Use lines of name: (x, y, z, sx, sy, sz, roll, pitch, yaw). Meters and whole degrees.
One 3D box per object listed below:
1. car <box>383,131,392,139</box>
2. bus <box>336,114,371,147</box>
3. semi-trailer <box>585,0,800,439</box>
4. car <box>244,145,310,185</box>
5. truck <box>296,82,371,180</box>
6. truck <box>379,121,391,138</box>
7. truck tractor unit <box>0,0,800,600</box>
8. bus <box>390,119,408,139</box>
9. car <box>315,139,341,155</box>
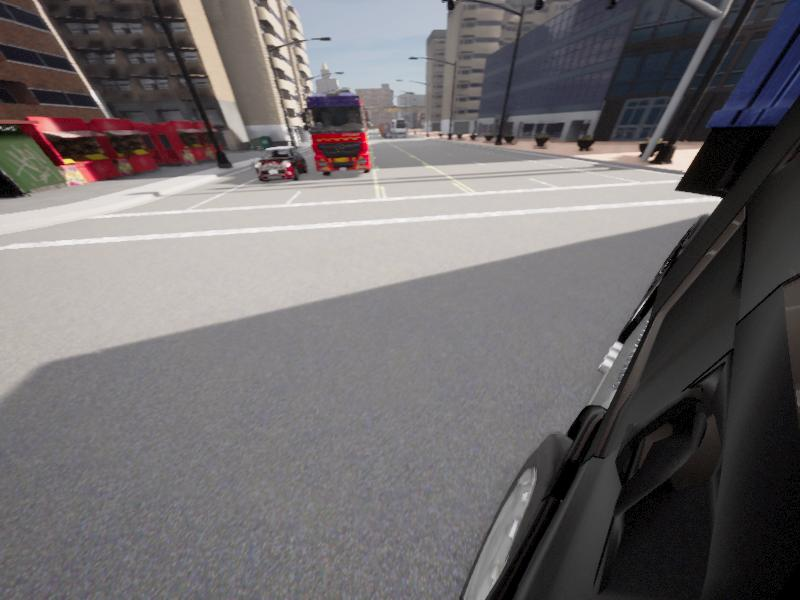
car: (-3.436, -46.006, 64.412, 2.033, 1.649, 4.856, -5, 38, -4)
bus: (-8.382, -30.064, 41.069, 3.944, 4.253, 10.273, -13, 38, -14)
semi-trailer: (9.732, -2.556, 2.794, 14.254, 4.402, 2.717, -14, 38, -15)
car: (-6.692, -7.780, 13.123, 1.970, 1.475, 3.806, -5, 37, -4)
truck: (-3.575, -10.624, 14.809, 2.891, 3.827, 8.468, -5, 37, -4)
truck: (-4.744, -53.660, 72.573, 2.891, 3.827, 8.468, -5, 38, -4)
truck tractor unit: (2.645, -0.295, 0.351, 6.516, 4.208, 3.053, -28, 44, -30)
bus: (-0.487, -49.289, 66.391, 3.944, 4.253, 10.273, -5, 38, -4)
car: (-8.482, -18.419, 27.703, 1.994, 1.385, 4.181, -4, 36, -2)
